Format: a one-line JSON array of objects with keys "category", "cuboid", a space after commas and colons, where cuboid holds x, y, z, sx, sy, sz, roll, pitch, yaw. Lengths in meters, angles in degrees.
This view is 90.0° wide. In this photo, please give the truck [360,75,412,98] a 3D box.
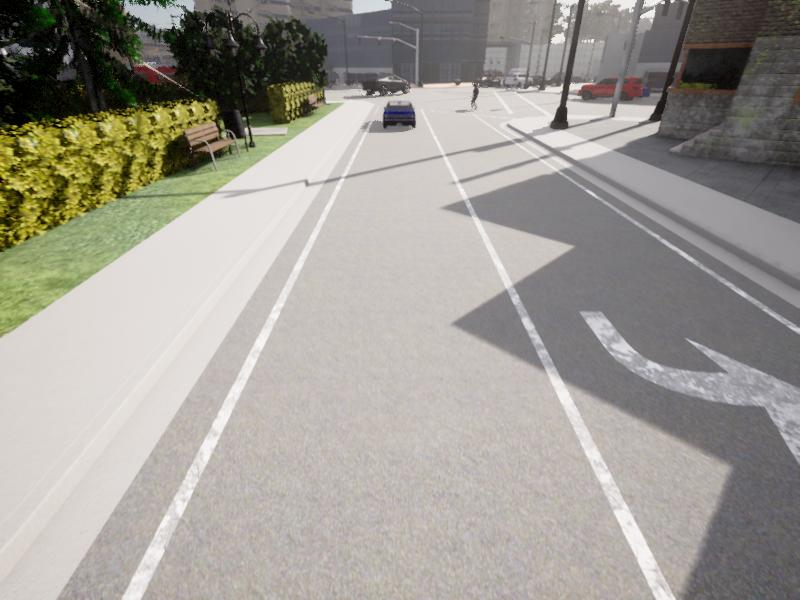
[{"category": "truck", "cuboid": [-1.510, -24.965, 46.604, 2.390, 2.098, 6.274, 22, 37, 33]}]

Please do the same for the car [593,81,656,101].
[{"category": "car", "cuboid": [22.489, -21.073, 40.266, 1.882, 1.535, 5.008, -27, 39, -38]}]

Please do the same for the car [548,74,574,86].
[{"category": "car", "cuboid": [28.715, -39.289, 71.356, 5.238, 1.638, 1.930, -26, 39, -37]}]

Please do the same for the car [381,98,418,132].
[{"category": "car", "cuboid": [-0.032, -10.758, 23.092, 1.895, 1.301, 4.718, 0, 30, 0]}]

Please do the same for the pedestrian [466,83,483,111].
[{"category": "pedestrian", "cuboid": [5.711, -15.627, 30.728, 0.751, 1.860, 0.751, -26, 39, -37]}]

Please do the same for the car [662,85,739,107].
[{"category": "car", "cuboid": [25.177, -17.213, 33.644, 1.812, 1.442, 4.674, -27, 39, -38]}]

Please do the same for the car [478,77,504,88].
[{"category": "car", "cuboid": [14.402, -34.584, 63.554, 4.193, 1.474, 1.816, -26, 39, -37]}]

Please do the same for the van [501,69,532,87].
[{"category": "van", "cuboid": [19.740, -37.701, 67.799, 5.915, 2.561, 1.988, -26, 39, -37]}]

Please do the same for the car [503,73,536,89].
[{"category": "car", "cuboid": [18.756, -34.541, 62.892, 5.566, 2.045, 2.150, -26, 39, -37]}]

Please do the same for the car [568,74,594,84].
[{"category": "car", "cuboid": [34.033, -41.620, 75.313, 5.238, 1.638, 1.930, -22, 37, -33]}]

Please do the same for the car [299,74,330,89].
[{"category": "car", "cuboid": [-14.562, -37.230, 68.126, 5.566, 2.045, 2.150, 25, 39, 38]}]

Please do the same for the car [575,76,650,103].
[{"category": "car", "cuboid": [20.019, -20.032, 37.989, 2.150, 2.045, 5.566, -27, 39, -37]}]

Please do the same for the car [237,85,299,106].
[{"category": "car", "cuboid": [-12.088, -18.928, 36.928, 4.792, 1.488, 2.163, -27, 39, -37]}]

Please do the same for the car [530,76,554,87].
[{"category": "car", "cuboid": [23.882, -36.840, 67.361, 4.193, 1.474, 1.816, -26, 39, -37]}]
